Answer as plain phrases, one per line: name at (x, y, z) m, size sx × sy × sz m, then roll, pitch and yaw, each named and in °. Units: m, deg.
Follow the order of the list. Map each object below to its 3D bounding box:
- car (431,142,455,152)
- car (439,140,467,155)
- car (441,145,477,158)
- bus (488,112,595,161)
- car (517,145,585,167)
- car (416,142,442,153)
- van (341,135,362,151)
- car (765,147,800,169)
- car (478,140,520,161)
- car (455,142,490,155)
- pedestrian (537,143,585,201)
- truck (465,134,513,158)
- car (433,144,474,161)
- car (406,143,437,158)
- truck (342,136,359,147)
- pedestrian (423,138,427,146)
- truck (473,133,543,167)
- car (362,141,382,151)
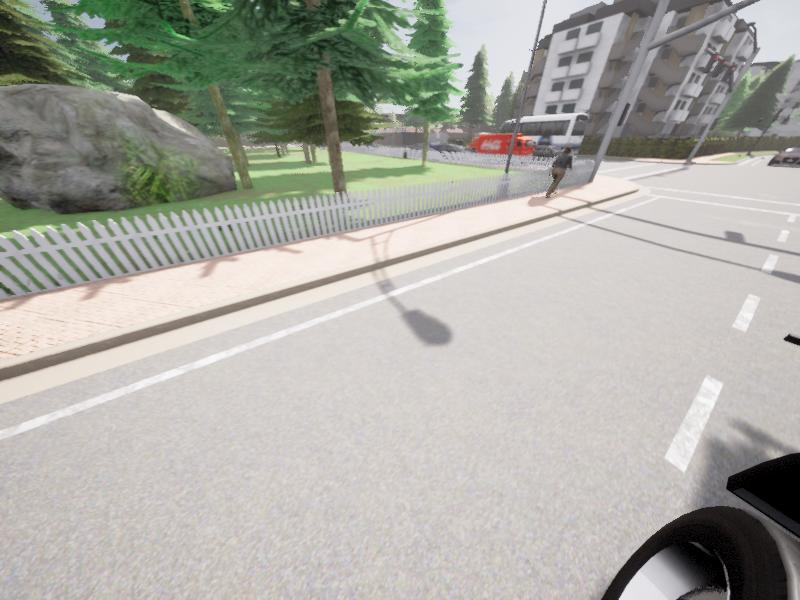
car at (7.804, -27.961, 42.282) m, size 1.994 × 1.385 × 4.181 m, roll -20°, pitch 40°, yaw -25°
car at (8.246, -23.947, 36.137) m, size 1.905 × 1.878 × 3.866 m, roll -20°, pitch 40°, yaw -25°
car at (7.886, -20.217, 31.371) m, size 1.895 × 1.301 × 4.718 m, roll -20°, pitch 40°, yaw -25°
bus at (16.970, -20.540, 29.194) m, size 3.944 × 4.253 × 10.273 m, roll -20°, pitch 40°, yaw -25°
car at (14.513, -14.184, 22.583) m, size 2.128 × 1.511 × 4.902 m, roll -20°, pitch 40°, yaw -25°
car at (4.972, -26.828, 40.551) m, size 1.882 × 1.535 × 5.008 m, roll -20°, pitch 40°, yaw -25°
van at (-10.441, -33.823, 49.712) m, size 1.988 × 2.561 × 5.915 m, roll -20°, pitch 40°, yaw -25°
car at (33.983, -12.352, 19.962) m, size 4.181 × 1.385 × 1.994 m, roll -22°, pitch 40°, yaw -27°
car at (11.302, -17.301, 26.695) m, size 1.905 × 1.878 × 3.866 m, roll -20°, pitch 40°, yaw -26°
car at (11.573, -24.570, 37.264) m, size 1.801 × 1.575 × 5.366 m, roll -20°, pitch 40°, yaw -25°
pedestrian at (6.204, -4.976, 8.993) m, size 0.751 × 1.860 × 0.751 m, roll -21°, pitch 40°, yaw -26°
truck at (11.817, -20.885, 31.263) m, size 2.627 × 2.467 × 5.204 m, roll -20°, pitch 39°, yaw -25°
car at (6.357, -17.888, 27.909) m, size 1.837 × 1.490 × 4.892 m, roll -20°, pitch 40°, yaw -25°
car at (2.892, -21.088, 32.470) m, size 1.837 × 1.490 × 4.892 m, roll -20°, pitch 40°, yaw -25°
truck at (-13.934, -44.668, 65.165) m, size 2.627 × 2.467 × 5.204 m, roll -20°, pitch 40°, yaw -25°
pedestrian at (7.195, -45.316, 66.092) m, size 0.751 × 1.860 × 0.751 m, roll -20°, pitch 40°, yaw -26°
truck at (10.241, -14.699, 22.514) m, size 2.627 × 2.467 × 5.204 m, roll -20°, pitch 40°, yaw -25°
car at (-6.115, -33.282, 49.708) m, size 2.152 × 1.651 × 5.027 m, roll -20°, pitch 40°, yaw -25°
